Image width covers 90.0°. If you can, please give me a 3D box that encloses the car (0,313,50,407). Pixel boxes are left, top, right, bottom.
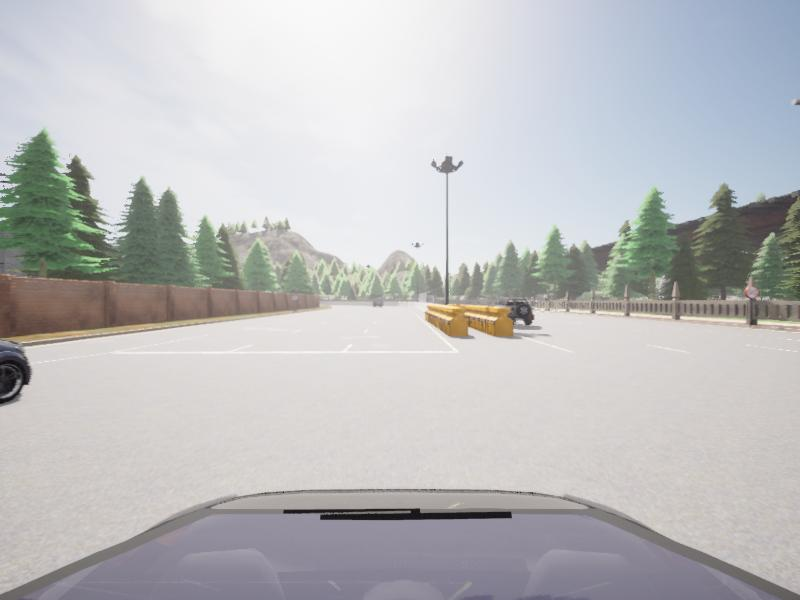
[{"bbox_3d":[-6.995,0.909,4.756,1.994,1.385,4.181,0,0,0],"label":"car"}]

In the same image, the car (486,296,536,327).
[{"bbox_3d":[7.024,0.660,25.795,1.932,1.855,4.605,0,0,0],"label":"car"}]
